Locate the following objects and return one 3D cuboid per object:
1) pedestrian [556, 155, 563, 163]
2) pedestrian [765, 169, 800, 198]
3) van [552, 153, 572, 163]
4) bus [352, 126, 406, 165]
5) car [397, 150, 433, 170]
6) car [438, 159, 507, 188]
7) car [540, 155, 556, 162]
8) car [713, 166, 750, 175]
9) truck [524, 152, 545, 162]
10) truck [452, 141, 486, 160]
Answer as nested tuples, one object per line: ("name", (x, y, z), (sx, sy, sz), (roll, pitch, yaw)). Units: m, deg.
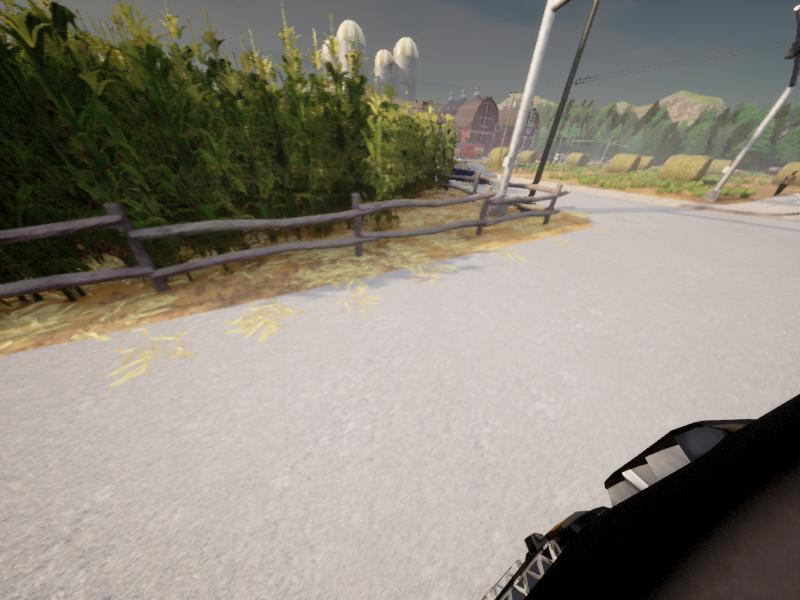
("pedestrian", (47.865, -42.338, 69.304), (0.751, 1.860, 0.751), (-12, 36, -21))
("pedestrian", (28.693, -8.681, 17.196), (0.751, 1.860, 0.751), (-17, 39, -28))
("van", (54.344, -47.502, 77.356), (6.366, 2.431, 2.351), (-17, 38, -27))
("bus", (-3.529, -23.628, 35.342), (3.944, 4.253, 10.273), (-15, 38, -25))
("car", (1.760, -17.409, 28.631), (2.097, 1.767, 4.553), (-16, 38, -26))
("car", (5.340, -9.864, 17.859), (2.163, 1.488, 4.792), (-16, 38, -26))
("car", (47.136, -45.117, 73.726), (4.605, 1.855, 1.932), (-17, 38, -27))
("car", (88.490, -34.698, 61.679), (1.801, 1.575, 5.366), (-16, 38, -26))
("truck", (40.966, -43.517, 70.298), (5.204, 2.467, 2.627), (-17, 38, -27))
("truck", (18.232, -39.562, 61.341), (8.468, 3.827, 2.891), (-17, 38, -27))
